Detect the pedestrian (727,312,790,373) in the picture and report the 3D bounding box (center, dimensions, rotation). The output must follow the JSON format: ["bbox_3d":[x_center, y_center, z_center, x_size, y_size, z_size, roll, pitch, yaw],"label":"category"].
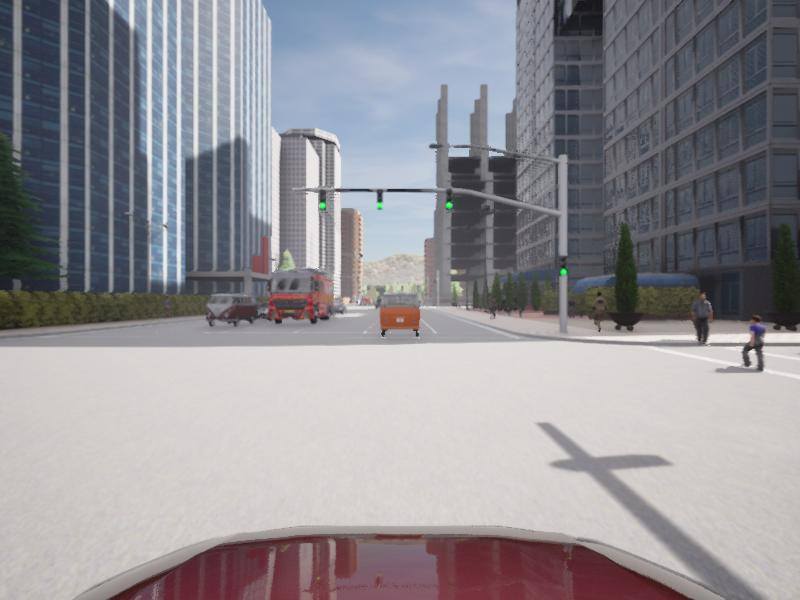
[{"bbox_3d":[8.031,0.922,8.997,0.751,1.300,0.751,0,0,0],"label":"pedestrian"}]

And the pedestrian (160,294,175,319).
[{"bbox_3d":[-17.797,0.502,30.588,0.751,1.860,0.751,0,0,-4],"label":"pedestrian"}]

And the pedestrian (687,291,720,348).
[{"bbox_3d":[10.232,0.645,13.522,0.751,1.860,0.751,0,0,24],"label":"pedestrian"}]

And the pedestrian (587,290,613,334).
[{"bbox_3d":[8.608,0.495,17.235,0.751,1.860,0.751,0,0,4],"label":"pedestrian"}]

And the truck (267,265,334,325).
[{"bbox_3d":[-6.991,-0.304,29.616,2.891,3.827,8.468,0,0,0],"label":"truck"}]

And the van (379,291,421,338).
[{"bbox_3d":[0.009,0.609,19.275,1.775,1.987,4.442,0,0,0],"label":"van"}]

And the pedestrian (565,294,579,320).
[{"bbox_3d":[12.660,0.498,29.470,0.751,1.860,0.751,0,0,7],"label":"pedestrian"}]

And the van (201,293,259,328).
[{"bbox_3d":[-10.486,0.613,25.036,1.775,1.987,4.442,0,0,0],"label":"van"}]

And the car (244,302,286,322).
[{"bbox_3d":[-10.482,0.871,31.333,1.970,1.475,3.806,0,0,0],"label":"car"}]

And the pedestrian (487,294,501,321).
[{"bbox_3d":[6.491,0.500,27.717,0.751,1.860,0.751,0,0,-4],"label":"pedestrian"}]

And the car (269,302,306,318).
[{"bbox_3d":[-10.482,0.916,37.789,2.033,1.411,5.357,0,0,0],"label":"car"}]

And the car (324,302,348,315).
[{"bbox_3d":[-6.983,0.932,44.130,1.994,1.385,4.181,0,0,0],"label":"car"}]
